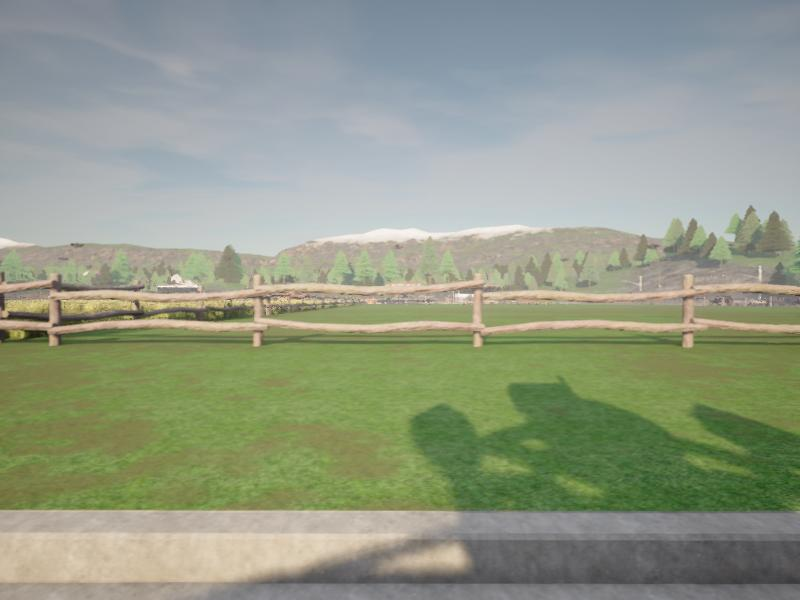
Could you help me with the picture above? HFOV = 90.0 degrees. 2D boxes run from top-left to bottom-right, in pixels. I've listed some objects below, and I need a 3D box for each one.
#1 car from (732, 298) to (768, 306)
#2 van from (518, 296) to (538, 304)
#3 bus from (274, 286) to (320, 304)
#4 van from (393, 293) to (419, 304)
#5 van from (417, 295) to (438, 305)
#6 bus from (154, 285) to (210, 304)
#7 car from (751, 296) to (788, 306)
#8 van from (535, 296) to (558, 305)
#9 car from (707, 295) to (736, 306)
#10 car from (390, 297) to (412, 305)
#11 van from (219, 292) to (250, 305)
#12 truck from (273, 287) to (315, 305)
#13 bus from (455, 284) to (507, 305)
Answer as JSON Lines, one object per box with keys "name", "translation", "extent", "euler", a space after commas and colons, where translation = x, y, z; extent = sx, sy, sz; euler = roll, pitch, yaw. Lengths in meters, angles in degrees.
{"name": "car", "translation": [59.123, 0.391, 67.732], "extent": [1.895, 1.301, 4.718], "euler": [0, 0, 0]}
{"name": "van", "translation": [31.740, 0.027, 99.019], "extent": [4.442, 1.987, 1.775], "euler": [0, 0, 0]}
{"name": "bus", "translation": [-25.318, -1.152, 98.962], "extent": [10.273, 4.253, 3.944], "euler": [0, 0, 0]}
{"name": "van", "translation": [1.311, -0.293, 91.920], "extent": [5.915, 2.561, 1.988], "euler": [0, 0, 0]}
{"name": "van", "translation": [6.056, -0.016, 88.439], "extent": [4.480, 2.038, 2.069], "euler": [0, 0, 0]}
{"name": "bus", "translation": [-47.994, -1.169, 88.391], "extent": [10.273, 4.253, 3.944], "euler": [0, 0, 0]}
{"name": "car", "translation": [62.607, 0.201, 67.870], "extent": [2.242, 1.667, 4.611], "euler": [0, -1, 3]}
{"name": "van", "translation": [32.440, 0.027, 88.521], "extent": [4.442, 1.987, 1.775], "euler": [0, 0, 0]}
{"name": "car", "translation": [55.611, 0.091, 69.331], "extent": [1.905, 1.878, 3.866], "euler": [0, 0, 0]}
{"name": "car", "translation": [0.302, 0.229, 84.921], "extent": [4.611, 1.667, 2.242], "euler": [0, 0, 0]}
{"name": "van", "translation": [-35.059, -0.321, 84.807], "extent": [5.915, 2.561, 1.988], "euler": [0, 0, 0]}
{"name": "truck", "translation": [-23.257, -0.937, 88.342], "extent": [8.468, 3.827, 2.891], "euler": [0, 0, 0]}
{"name": "bus", "translation": [17.014, -1.121, 85.094], "extent": [10.273, 4.253, 3.944], "euler": [0, 0, 0]}
